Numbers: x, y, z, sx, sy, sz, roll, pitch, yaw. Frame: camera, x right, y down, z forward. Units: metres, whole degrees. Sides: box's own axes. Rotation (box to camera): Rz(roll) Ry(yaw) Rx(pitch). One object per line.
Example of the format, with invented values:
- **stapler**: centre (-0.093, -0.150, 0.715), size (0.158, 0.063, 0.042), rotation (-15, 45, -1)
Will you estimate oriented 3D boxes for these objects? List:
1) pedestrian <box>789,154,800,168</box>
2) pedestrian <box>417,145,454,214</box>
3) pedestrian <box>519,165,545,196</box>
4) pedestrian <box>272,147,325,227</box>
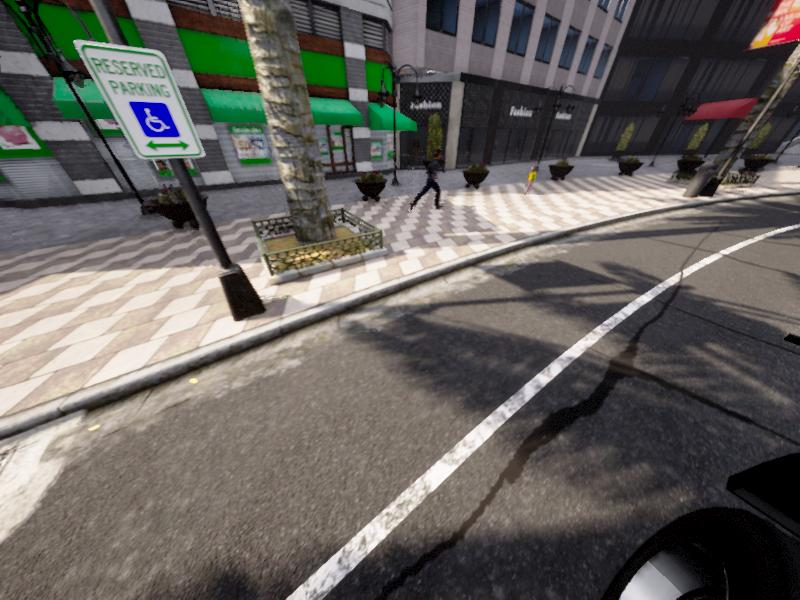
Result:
- **pedestrian**: centre (31.136, -11.034, 17.417), size (0.751, 1.860, 0.751), rotation (7, 36, 11)
- **pedestrian**: centre (1.100, -3.863, 7.462), size (0.751, 1.860, 0.751), rotation (-13, 37, -17)
- **pedestrian**: centre (5.549, -5.038, 9.754), size (0.500, 1.100, 0.500), rotation (-16, 38, -21)
- **pedestrian**: centre (-2.787, -3.143, 6.470), size (0.751, 1.860, 0.751), rotation (-25, 42, -30)
